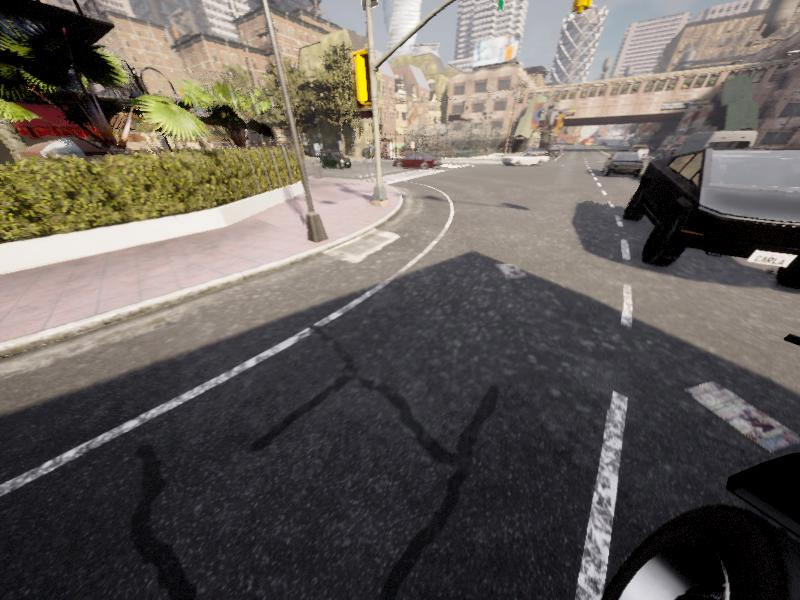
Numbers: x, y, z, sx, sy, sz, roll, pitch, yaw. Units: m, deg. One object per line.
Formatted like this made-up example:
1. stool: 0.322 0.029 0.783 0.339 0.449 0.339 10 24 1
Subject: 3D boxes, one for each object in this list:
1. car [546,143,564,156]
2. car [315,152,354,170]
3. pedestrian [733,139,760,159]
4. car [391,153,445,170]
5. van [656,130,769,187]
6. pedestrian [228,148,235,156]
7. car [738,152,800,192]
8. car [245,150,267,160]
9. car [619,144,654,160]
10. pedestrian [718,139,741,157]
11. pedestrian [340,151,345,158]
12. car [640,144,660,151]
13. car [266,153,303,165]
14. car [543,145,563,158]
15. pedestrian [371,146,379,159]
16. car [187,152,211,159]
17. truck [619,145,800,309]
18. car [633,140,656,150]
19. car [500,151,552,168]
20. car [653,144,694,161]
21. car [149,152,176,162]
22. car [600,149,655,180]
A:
1. car: 28.874 -28.055 43.008 2.185 1.767 4.553 19 39 27
2. car: -7.391 -15.792 26.160 3.988 1.617 1.851 19 39 27
3. pedestrian: 39.879 -17.410 26.627 0.751 1.860 0.751 12 36 19
4. car: 1.879 -14.805 24.625 5.357 1.411 2.033 19 39 26
5. van: 18.979 -9.028 14.599 1.988 2.561 5.915 19 39 27
6. pedestrian: -45.578 -39.974 62.351 0.751 1.860 0.751 19 39 27
7. car: 21.102 -6.860 12.245 2.007 1.525 4.514 19 39 27
8. car: -31.330 -31.632 50.300 2.163 1.488 4.792 -4 34 -4
9. car: 31.503 -19.866 30.971 2.242 1.667 4.611 19 39 27
10. pedestrian: 42.736 -19.730 29.961 0.751 1.860 0.751 15 38 23
11. pedestrian: -10.614 -26.661 42.401 0.500 1.100 0.500 24 42 32
12. car: 54.838 -33.570 50.803 1.895 1.301 4.718 19 39 27
13. car: -17.517 -21.442 34.966 5.357 1.411 2.033 19 39 26
14. car: 25.541 -24.821 38.564 2.097 1.535 5.008 19 39 27
15. pedestrian: -4.178 -24.746 38.715 0.751 1.860 0.751 23 41 31
16. car: -46.982 -33.782 53.988 5.357 1.411 2.033 16 38 23
17. truck: 7.632 -2.421 5.588 2.390 2.098 6.274 20 40 28
18. car: 58.768 -37.443 55.742 2.435 2.045 5.566 19 39 27
19. car: 13.663 -15.407 25.257 4.718 1.301 1.895 -10 35 -13
20. car: 34.190 -18.585 29.045 2.033 1.649 4.856 19 39 27
21. car: -50.048 -30.077 48.681 5.027 1.651 2.152 19 39 26
22. car: 16.727 -10.286 17.318 1.930 1.638 5.238 19 39 27
